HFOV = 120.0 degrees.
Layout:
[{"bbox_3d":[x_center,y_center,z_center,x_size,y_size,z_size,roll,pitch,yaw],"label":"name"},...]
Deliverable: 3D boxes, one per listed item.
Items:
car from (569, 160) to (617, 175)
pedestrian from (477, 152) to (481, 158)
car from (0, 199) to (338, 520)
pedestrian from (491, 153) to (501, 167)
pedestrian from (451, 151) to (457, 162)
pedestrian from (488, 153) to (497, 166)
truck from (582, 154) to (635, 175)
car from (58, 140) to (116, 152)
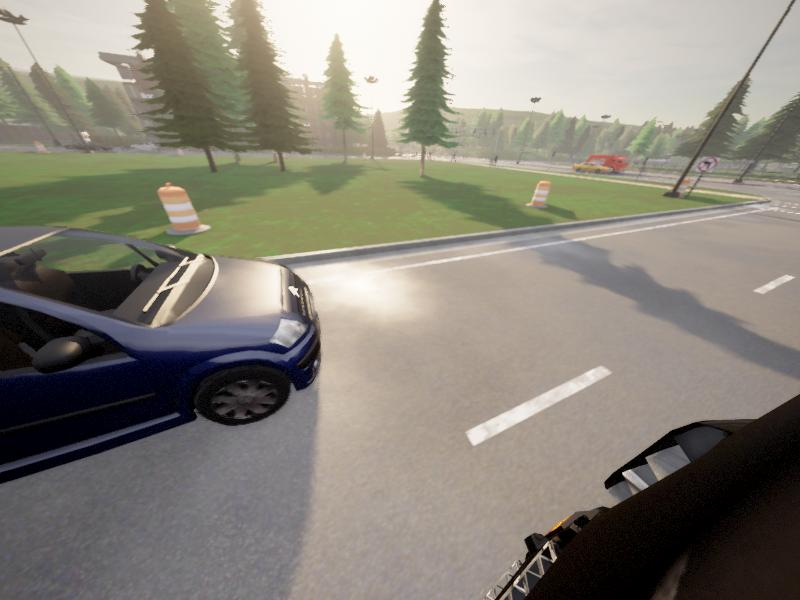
[{"bbox_3d":[29.648,-20.510,35.678,1.801,1.575,5.366,-12,36,-20],"label":"car"},{"bbox_3d":[28.525,-52.344,83.361,0.751,1.860,0.751,-9,35,-17],"label":"pedestrian"},{"bbox_3d":[-2.805,0.283,1.904,3.988,1.617,1.851,-12,36,-21],"label":"car"},{"bbox_3d":[16.007,-23.316,38.454,0.751,1.860,0.751,-8,35,-16],"label":"pedestrian"},{"bbox_3d":[11.239,-29.931,48.185,0.751,1.860,0.751,-9,35,-17],"label":"pedestrian"},{"bbox_3d":[15.726,-23.883,39.296,0.751,1.860,0.751,-9,35,-17],"label":"pedestrian"},{"bbox_3d":[32.870,-21.553,36.668,2.627,2.467,5.204,-12,36,-20],"label":"truck"},{"bbox_3d":[-46.715,-23.030,34.671,4.718,1.301,1.895,-12,36,-21],"label":"car"}]
